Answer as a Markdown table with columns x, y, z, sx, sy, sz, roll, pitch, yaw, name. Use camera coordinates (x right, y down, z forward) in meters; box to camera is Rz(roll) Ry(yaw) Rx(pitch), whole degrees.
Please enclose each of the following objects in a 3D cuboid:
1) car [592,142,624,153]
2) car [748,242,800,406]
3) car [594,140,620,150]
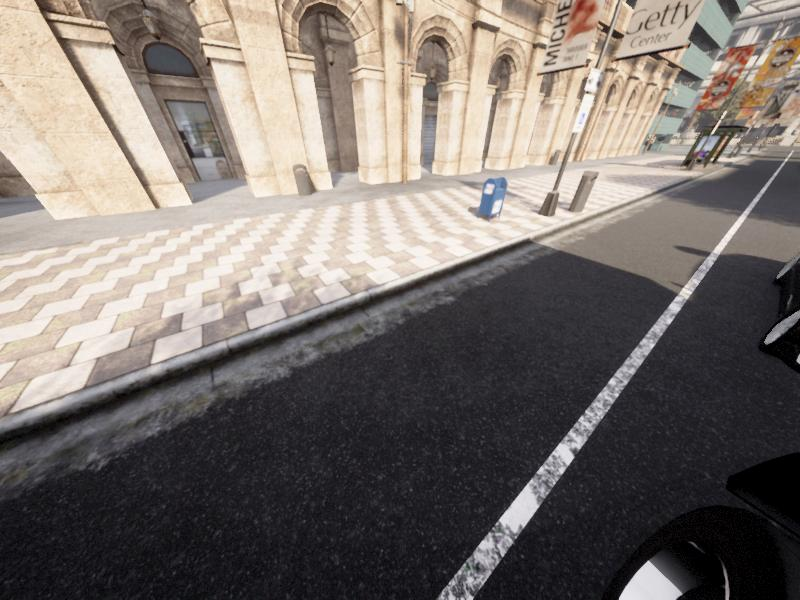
| x | y | z | sx | sy | sz | roll | pitch | yaw | name |
| --- | --- | --- | --- | --- | --- | --- | --- | --- | --- |
| 33.822 | -24.837 | 37.557 | 4.786 | 1.482 | 2.161 | -22 | 41 | -28 | car |
| 6.412 | -0.048 | 2.690 | 4.892 | 1.490 | 1.837 | -22 | 40 | -28 | car |
| 40.942 | -30.663 | 45.723 | 4.902 | 1.511 | 2.128 | -22 | 41 | -28 | car |
